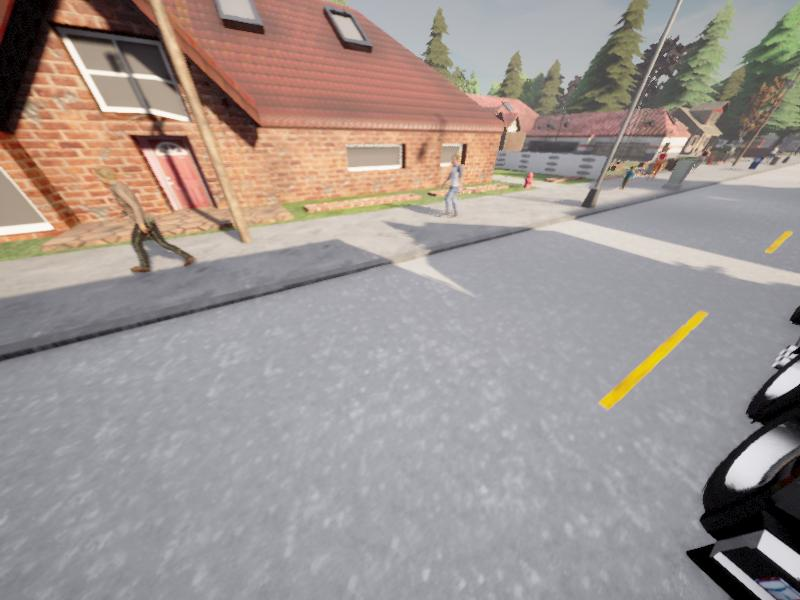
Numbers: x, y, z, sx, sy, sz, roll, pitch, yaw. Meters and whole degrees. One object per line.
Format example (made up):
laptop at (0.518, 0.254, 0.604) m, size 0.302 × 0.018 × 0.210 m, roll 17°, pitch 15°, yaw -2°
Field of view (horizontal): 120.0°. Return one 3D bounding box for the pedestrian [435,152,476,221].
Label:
pedestrian at (1.699, -3.564, 7.290) m, size 0.751 × 1.860 × 0.751 m, roll -9°, pitch 36°, yaw -13°

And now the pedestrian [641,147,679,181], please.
pedestrian at (16.988, -8.925, 15.134) m, size 0.751 × 1.860 × 0.751 m, roll -19°, pitch 39°, yaw -26°

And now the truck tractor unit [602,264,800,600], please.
truck tractor unit at (5.110, -0.303, 0.785) m, size 6.516 × 4.208 × 3.053 m, roll -18°, pitch 39°, yaw -24°

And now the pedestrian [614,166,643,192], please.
pedestrian at (11.749, -6.245, 11.900) m, size 0.500 × 1.100 × 0.500 m, roll -18°, pitch 39°, yaw -24°

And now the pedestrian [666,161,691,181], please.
pedestrian at (18.118, -8.389, 15.039) m, size 0.500 × 1.100 × 0.500 m, roll -22°, pitch 40°, yaw -28°

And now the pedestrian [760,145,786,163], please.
pedestrian at (46.697, -18.345, 28.943) m, size 0.751 × 1.860 × 0.751 m, roll 27°, pitch 43°, yaw 33°

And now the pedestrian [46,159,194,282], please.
pedestrian at (-4.646, -1.370, 4.080) m, size 0.751 × 1.860 × 0.751 m, roll -15°, pitch 38°, yaw -21°
